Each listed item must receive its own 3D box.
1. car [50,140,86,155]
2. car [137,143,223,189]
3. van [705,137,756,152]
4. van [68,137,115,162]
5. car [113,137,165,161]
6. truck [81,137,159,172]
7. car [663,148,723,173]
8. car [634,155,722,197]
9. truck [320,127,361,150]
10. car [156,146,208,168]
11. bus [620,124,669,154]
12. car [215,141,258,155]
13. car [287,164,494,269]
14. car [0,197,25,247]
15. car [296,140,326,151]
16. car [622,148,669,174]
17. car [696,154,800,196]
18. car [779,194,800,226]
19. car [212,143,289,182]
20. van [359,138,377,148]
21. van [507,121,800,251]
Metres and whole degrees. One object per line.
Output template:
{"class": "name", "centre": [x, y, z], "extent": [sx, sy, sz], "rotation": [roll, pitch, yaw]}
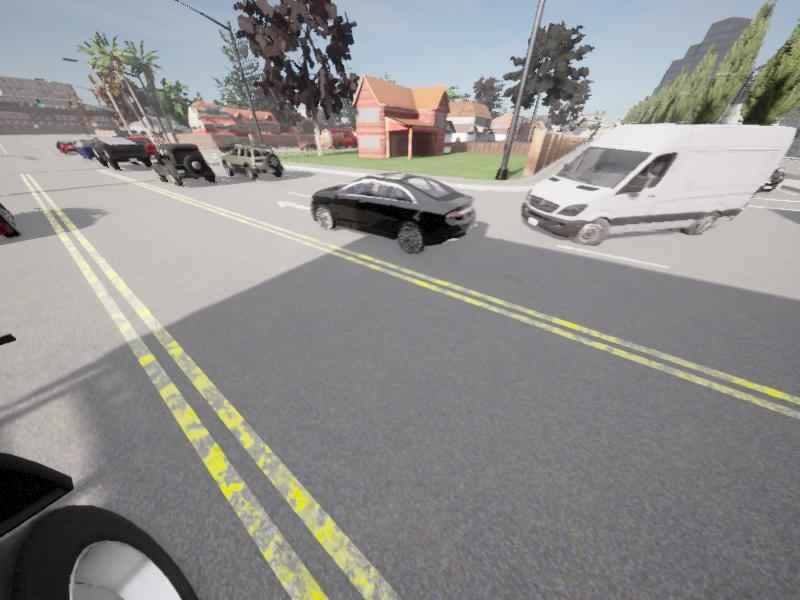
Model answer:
{"class": "car", "centre": [-46.793, -21.574, 32.579], "extent": [4.514, 1.525, 2.007], "rotation": [23, 41, 28]}
{"class": "car", "centre": [-12.137, -7.529, 12.802], "extent": [3.866, 1.878, 1.905], "rotation": [22, 41, 28]}
{"class": "van", "centre": [73.068, -34.476, 51.216], "extent": [1.988, 2.561, 5.915], "rotation": [-22, 39, -28]}
{"class": "van", "centre": [-32.536, -15.901, 24.361], "extent": [4.442, 1.987, 1.775], "rotation": [22, 41, 28]}
{"class": "car", "centre": [-29.534, -17.163, 26.122], "extent": [5.566, 2.045, 2.150], "rotation": [22, 41, 28]}
{"class": "truck", "centre": [-22.808, -11.965, 18.799], "extent": [6.274, 2.098, 2.390], "rotation": [22, 41, 28]}
{"class": "car", "centre": [25.214, -12.219, 20.146], "extent": [2.007, 1.525, 4.514], "rotation": [22, 40, 27]}
{"class": "car", "centre": [14.409, -6.740, 12.318], "extent": [1.970, 1.475, 3.806], "rotation": [22, 41, 27]}
{"class": "truck", "centre": [-12.713, -35.358, 50.537], "extent": [2.891, 3.827, 8.468], "rotation": [21, 40, 27]}
{"class": "car", "centre": [-19.313, -12.750, 20.485], "extent": [3.806, 1.475, 1.970], "rotation": [22, 41, 28]}
{"class": "bus", "centre": [46.089, -30.647, 44.088], "extent": [3.944, 4.253, 10.273], "rotation": [22, 40, 27]}
{"class": "car", "centre": [-25.212, -23.610, 35.803], "extent": [1.837, 1.490, 4.892], "rotation": [21, 41, 27]}
{"class": "car", "centre": [-0.418, -2.580, 6.244], "extent": [4.902, 1.511, 2.128], "rotation": [22, 41, 27]}
{"class": "car", "centre": [-11.876, -2.272, 5.814], "extent": [4.181, 1.385, 1.994], "rotation": [22, 41, 28]}
{"class": "car", "centre": [-17.410, -30.383, 45.352], "extent": [2.152, 1.651, 5.027], "rotation": [21, 40, 27]}
{"class": "car", "centre": [20.224, -11.629, 19.232], "extent": [1.789, 1.549, 3.705], "rotation": [22, 41, 27]}
{"class": "car", "centre": [19.197, -7.179, 12.972], "extent": [1.837, 1.490, 4.892], "rotation": [22, 41, 27]}
{"class": "car", "centre": [12.891, -2.024, 5.695], "extent": [2.033, 1.411, 5.357], "rotation": [24, 41, 29]}
{"class": "car", "centre": [-9.574, -8.919, 14.811], "extent": [4.605, 1.855, 1.932], "rotation": [22, 41, 28]}
{"class": "van", "centre": [-7.859, -38.982, 57.314], "extent": [1.775, 1.987, 4.442], "rotation": [19, 40, 25]}
{"class": "van", "centre": [6.509, -3.170, 6.262], "extent": [5.915, 2.561, 1.988], "rotation": [-7, 38, -10]}
